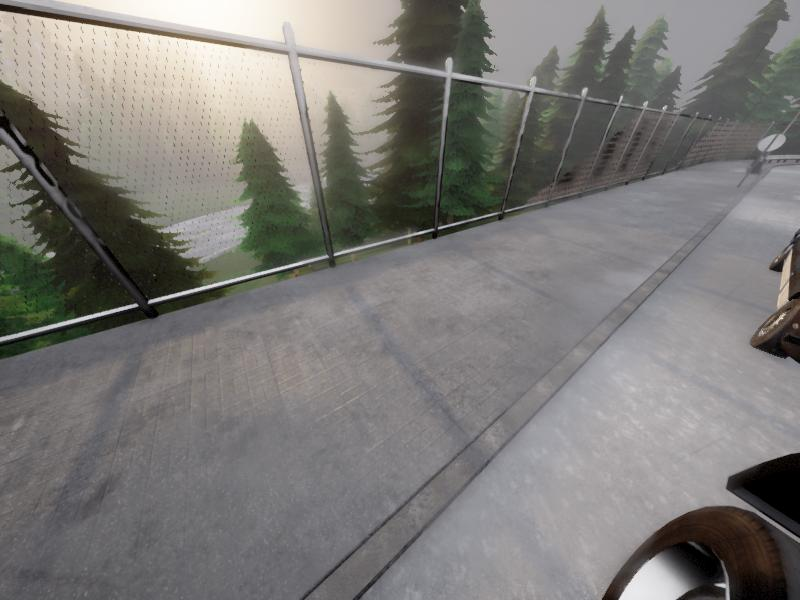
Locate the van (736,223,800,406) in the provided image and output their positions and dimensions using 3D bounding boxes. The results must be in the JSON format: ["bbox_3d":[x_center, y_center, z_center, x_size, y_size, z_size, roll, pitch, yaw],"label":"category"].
[{"bbox_3d":[6.826,-0.675,2.631,5.915,2.561,1.988,-22,41,-28],"label":"van"}]
